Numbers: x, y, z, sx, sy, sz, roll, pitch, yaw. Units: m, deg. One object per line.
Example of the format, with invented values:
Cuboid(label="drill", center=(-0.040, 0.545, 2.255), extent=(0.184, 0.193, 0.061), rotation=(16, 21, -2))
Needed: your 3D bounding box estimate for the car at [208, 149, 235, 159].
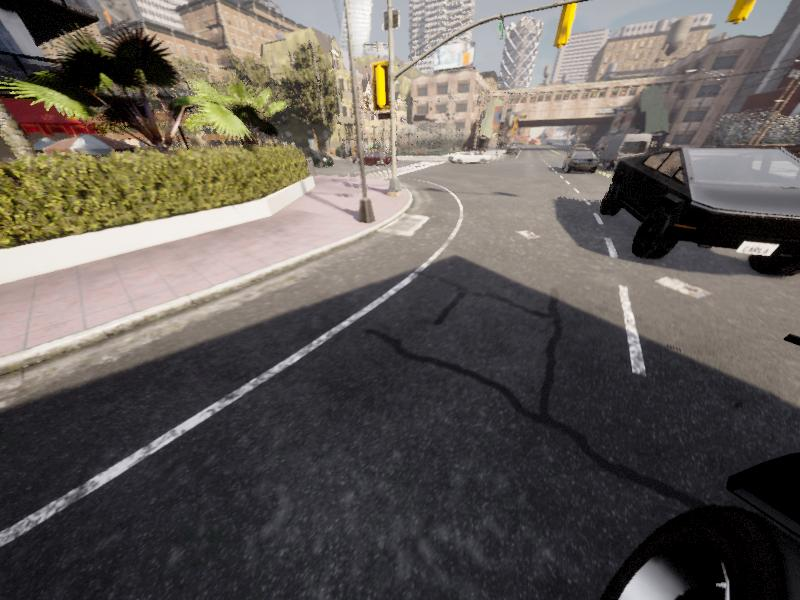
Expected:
Cuboid(label="car", center=(-37.712, -30.985, 48.914), extent=(2.163, 1.488, 4.792), rotation=(-1, 34, 0))

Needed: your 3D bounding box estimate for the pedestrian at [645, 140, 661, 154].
Cuboid(label="pedestrian", center=(39.068, -23.602, 35.653), extent=(0.751, 1.860, 0.751), rotation=(7, 35, 12))

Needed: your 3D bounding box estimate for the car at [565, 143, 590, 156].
Cuboid(label="car", center=(29.299, -24.924, 38.296), extent=(2.242, 1.667, 4.611), rotation=(14, 37, 20))

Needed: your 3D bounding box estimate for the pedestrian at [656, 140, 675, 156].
Cuboid(label="pedestrian", center=(36.772, -21.081, 32.026), extent=(0.751, 1.860, 0.751), rotation=(9, 36, 14))

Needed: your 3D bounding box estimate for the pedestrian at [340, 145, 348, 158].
Cuboid(label="pedestrian", center=(-9.608, -25.650, 39.801), extent=(0.751, 1.860, 0.751), rotation=(17, 38, 24))

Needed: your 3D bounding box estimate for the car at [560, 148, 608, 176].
Cuboid(label="car", center=(14.773, -11.409, 18.930), extent=(1.930, 1.638, 5.238), rotation=(14, 37, 20))

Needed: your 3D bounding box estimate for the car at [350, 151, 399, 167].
Cuboid(label="car", center=(-3.042, -16.639, 27.211), extent=(5.357, 1.411, 2.033), rotation=(15, 37, 21))

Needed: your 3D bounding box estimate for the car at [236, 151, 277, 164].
Cuboid(label="car", center=(-21.131, -21.027, 34.049), extent=(5.357, 1.411, 2.033), rotation=(13, 37, 20))

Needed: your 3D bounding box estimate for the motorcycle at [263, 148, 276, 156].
Cuboid(label="motorcycle", center=(-29.911, -33.950, 52.999), extent=(2.356, 1.277, 0.764), rotation=(-4, 25, -5))

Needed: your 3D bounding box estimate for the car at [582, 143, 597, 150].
Cuboid(label="car", center=(47.668, -38.695, 58.294), extent=(1.895, 1.301, 4.718), rotation=(14, 37, 20))

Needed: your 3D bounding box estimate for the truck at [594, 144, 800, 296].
Cuboid(label="truck", center=(7.548, -2.763, 6.068), extent=(2.390, 2.098, 6.274), rotation=(15, 38, 22))

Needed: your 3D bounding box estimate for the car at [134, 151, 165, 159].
Cuboid(label="car", center=(-53.517, -30.987, 49.354), extent=(5.357, 1.411, 2.033), rotation=(11, 36, 17))

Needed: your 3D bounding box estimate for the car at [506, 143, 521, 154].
Cuboid(label="car", center=(23.322, -31.202, 47.504), extent=(2.185, 1.767, 4.553), rotation=(14, 37, 20))

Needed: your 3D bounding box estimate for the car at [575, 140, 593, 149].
Cuboid(label="car", center=(50.670, -42.848, 63.640), extent=(2.435, 2.045, 5.566), rotation=(14, 37, 20))

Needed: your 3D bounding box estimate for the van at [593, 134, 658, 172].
Cuboid(label="van", center=(19.717, -13.220, 20.662), extent=(1.988, 2.561, 5.915), rotation=(14, 37, 20))

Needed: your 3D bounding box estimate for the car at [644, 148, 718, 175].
Cuboid(label="car", center=(22.284, -11.246, 18.614), extent=(2.007, 1.525, 4.514), rotation=(14, 37, 20))

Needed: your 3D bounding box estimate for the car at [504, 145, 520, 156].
Cuboid(label="car", center=(20.802, -27.731, 42.717), extent=(2.097, 1.535, 5.008), rotation=(14, 37, 20))

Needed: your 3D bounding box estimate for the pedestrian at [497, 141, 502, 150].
Cuboid(label="pedestrian", center=(26.235, -40.634, 60.833), extent=(0.751, 1.860, 0.751), rotation=(14, 37, 21))

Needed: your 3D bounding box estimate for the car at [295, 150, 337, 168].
Cuboid(label="car", center=(-9.622, -16.205, 26.545), extent=(3.988, 1.617, 1.851), rotation=(13, 37, 20))

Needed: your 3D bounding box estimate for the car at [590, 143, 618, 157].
Cuboid(label="car", center=(32.321, -23.903, 36.771), extent=(2.033, 1.649, 4.856), rotation=(14, 37, 21))

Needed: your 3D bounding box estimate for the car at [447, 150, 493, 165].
Cuboid(label="car", center=(8.262, -17.037, 27.610), extent=(4.718, 1.301, 1.895), rotation=(-5, 35, -6))
